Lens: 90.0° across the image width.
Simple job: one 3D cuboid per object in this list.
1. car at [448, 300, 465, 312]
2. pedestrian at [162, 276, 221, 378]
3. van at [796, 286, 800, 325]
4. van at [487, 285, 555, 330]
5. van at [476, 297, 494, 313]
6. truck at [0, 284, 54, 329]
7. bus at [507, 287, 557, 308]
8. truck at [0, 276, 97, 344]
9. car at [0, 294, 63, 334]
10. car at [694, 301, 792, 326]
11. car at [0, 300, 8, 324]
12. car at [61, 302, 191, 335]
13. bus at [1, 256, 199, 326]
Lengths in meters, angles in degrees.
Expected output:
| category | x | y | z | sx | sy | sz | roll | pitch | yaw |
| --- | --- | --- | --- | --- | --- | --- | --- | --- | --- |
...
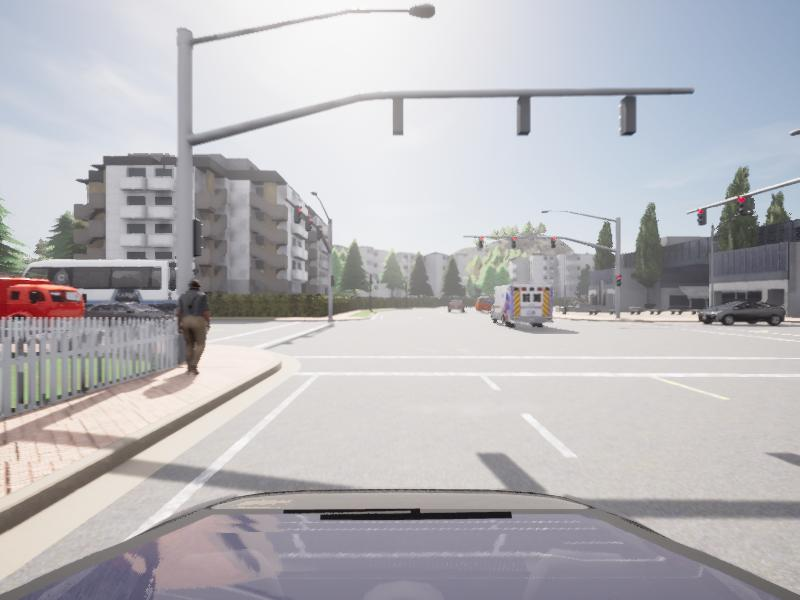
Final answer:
| category | x | y | z | sx | sy | sz | roll | pitch | yaw |
| --- | --- | --- | --- | --- | --- | --- | --- | --- | --- |
| car | 7.853 | 0.799 | 54.992 | 2.152 | 1.651 | 5.027 | 0 | 0 | 10 |
| pedestrian | -3.986 | 0.491 | 7.692 | 0.751 | 1.860 | 0.751 | 0 | 0 | -1 |
| van | 29.194 | 0.331 | 25.434 | 5.915 | 2.561 | 1.988 | 0 | 0 | 1 |
| van | 7.244 | 0.387 | 24.795 | 2.351 | 2.431 | 6.366 | 0 | 0 | 0 |
| van | 10.830 | 0.616 | 51.285 | 1.775 | 1.987 | 4.442 | 0 | 0 | 6 |
| truck | -23.796 | 0.365 | 23.203 | 5.204 | 2.467 | 2.627 | 0 | 0 | 1 |
| bus | 27.543 | -0.510 | 83.380 | 10.273 | 4.253 | 3.944 | 0 | 0 | -30 |
| truck | -15.703 | 0.362 | 16.009 | 5.204 | 2.467 | 2.627 | 0 | 0 | 1 |
| car | -19.233 | 0.653 | 19.592 | 3.866 | 1.878 | 1.905 | 0 | 0 | 1 |
| car | 21.788 | 0.837 | 25.580 | 4.514 | 1.525 | 2.007 | 0 | 0 | 2 |
| car | -29.811 | 0.811 | 26.851 | 5.366 | 1.575 | 1.801 | 0 | 0 | 1 |
| car | -13.161 | 0.843 | 19.448 | 4.902 | 1.511 | 2.128 | 0 | 0 | 2 |
| bus | -19.391 | -0.525 | 26.480 | 10.273 | 4.253 | 3.944 | 0 | 0 | 1 |
